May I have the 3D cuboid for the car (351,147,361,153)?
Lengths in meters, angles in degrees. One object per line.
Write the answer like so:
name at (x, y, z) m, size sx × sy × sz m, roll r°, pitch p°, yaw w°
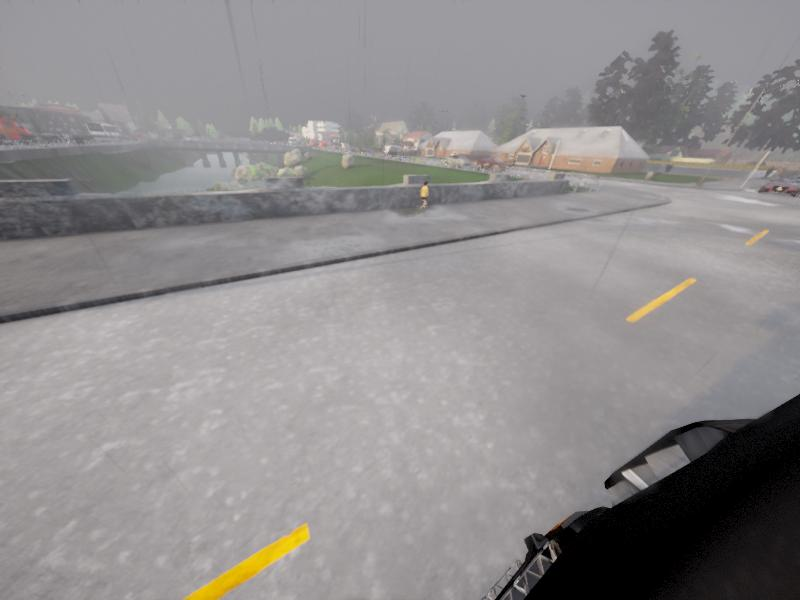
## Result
car at (-14.751, -50.274, 77.369) m, size 1.994 × 1.385 × 4.181 m, roll -16°, pitch 38°, yaw -26°

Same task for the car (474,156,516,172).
car at (12.687, -18.393, 31.215) m, size 1.882 × 1.535 × 5.008 m, roll -15°, pitch 38°, yaw -25°

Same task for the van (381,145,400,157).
van at (-2.538, -38.479, 59.557) m, size 2.351 × 2.431 × 6.366 m, roll -16°, pitch 38°, yaw -26°

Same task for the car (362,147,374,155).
car at (-8.640, -39.777, 61.805) m, size 1.851 × 1.617 × 3.988 m, roll -16°, pitch 38°, yaw -26°

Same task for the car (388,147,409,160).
car at (-0.390, -31.697, 49.843) m, size 2.150 × 2.045 × 5.566 m, roll -16°, pitch 38°, yaw -26°

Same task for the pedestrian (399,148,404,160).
pedestrian at (0.262, -26.962, 42.688) m, size 0.751 × 1.860 × 0.751 m, roll 16°, pitch 36°, yaw 18°

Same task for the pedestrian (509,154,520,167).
pedestrian at (18.702, -22.779, 37.745) m, size 0.751 × 1.860 × 0.751 m, roll -21°, pitch 40°, yaw -31°

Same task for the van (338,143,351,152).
van at (-20.534, -56.532, 85.427) m, size 2.351 × 2.431 × 6.366 m, roll -16°, pitch 38°, yaw -26°

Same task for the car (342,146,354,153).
car at (-16.364, -47.519, 72.916) m, size 2.038 × 1.542 × 4.974 m, roll -16°, pitch 38°, yaw -26°

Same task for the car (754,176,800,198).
car at (33.528, -9.915, 20.129) m, size 4.181 × 1.385 × 1.994 m, roll -16°, pitch 38°, yaw -26°

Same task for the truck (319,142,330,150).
truck at (-30.630, -62.213, 93.210) m, size 2.627 × 2.467 × 5.204 m, roll -16°, pitch 38°, yaw -26°

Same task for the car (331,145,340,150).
car at (-26.373, -61.994, 94.041) m, size 1.882 × 1.535 × 5.008 m, roll -16°, pitch 38°, yaw -26°

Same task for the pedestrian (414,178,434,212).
pedestrian at (0.907, -4.044, 8.886) m, size 0.500 × 1.100 × 0.500 m, roll -16°, pitch 38°, yaw -26°

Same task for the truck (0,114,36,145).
truck at (-63.009, -26.536, 35.824) m, size 2.891 × 3.827 × 8.468 m, roll -16°, pitch 38°, yaw -26°

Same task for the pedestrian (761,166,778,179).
pedestrian at (66.023, -22.819, 41.296) m, size 0.751 × 1.860 × 0.751 m, roll -16°, pitch 38°, yaw -26°

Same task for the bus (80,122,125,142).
bus at (-84.060, -47.678, 65.746) m, size 3.944 × 4.253 × 10.273 m, roll -16°, pitch 38°, yaw -26°

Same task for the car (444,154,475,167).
car at (9.170, -21.881, 36.222) m, size 2.007 × 1.525 × 4.514 m, roll -16°, pitch 38°, yaw -26°
